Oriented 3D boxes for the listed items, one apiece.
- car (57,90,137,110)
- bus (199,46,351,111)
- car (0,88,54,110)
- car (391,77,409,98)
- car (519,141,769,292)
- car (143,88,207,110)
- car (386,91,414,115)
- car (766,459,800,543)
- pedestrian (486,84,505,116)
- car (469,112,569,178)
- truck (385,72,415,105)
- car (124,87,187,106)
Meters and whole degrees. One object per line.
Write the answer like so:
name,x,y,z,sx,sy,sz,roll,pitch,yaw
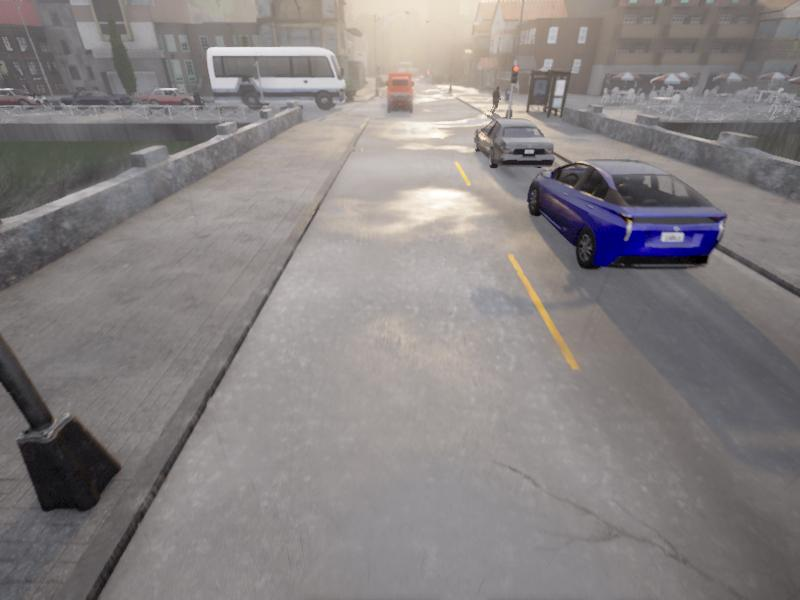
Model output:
car,-24.356,-16.119,32.259,4.718,1.301,1.895,0,30,0
bus,-9.372,-17.483,31.666,10.273,4.253,3.944,0,30,-1
car,-30.804,-16.198,32.213,3.806,1.475,1.970,0,30,0
car,0.002,-24.128,45.361,1.905,1.878,3.866,0,30,0
car,4.007,-1.921,7.772,2.007,1.525,4.514,0,30,0
car,-17.991,-16.192,32.206,3.806,1.475,1.970,0,30,0
car,0.010,-14.835,30.069,1.895,1.301,4.718,0,30,0
car,4.012,2.157,0.289,2.150,2.045,5.566,0,31,0
pedestrian,6.473,-13.564,27.084,0.751,1.860,0.751,-24,38,-35
car,3.997,-5.815,14.557,2.033,1.411,5.357,0,30,0
truck,0.012,-20.316,38.246,2.627,2.467,5.204,0,31,0
car,-21.737,-18.169,35.691,4.181,1.385,1.994,0,30,0
